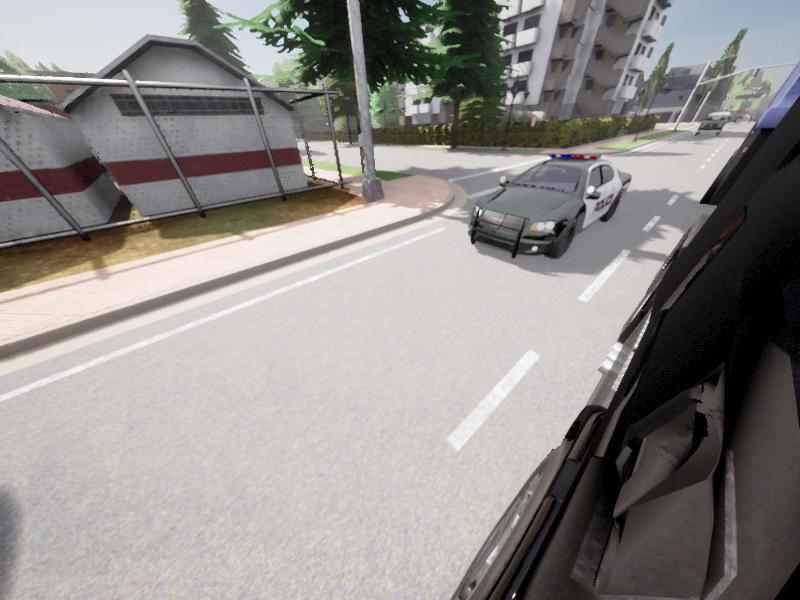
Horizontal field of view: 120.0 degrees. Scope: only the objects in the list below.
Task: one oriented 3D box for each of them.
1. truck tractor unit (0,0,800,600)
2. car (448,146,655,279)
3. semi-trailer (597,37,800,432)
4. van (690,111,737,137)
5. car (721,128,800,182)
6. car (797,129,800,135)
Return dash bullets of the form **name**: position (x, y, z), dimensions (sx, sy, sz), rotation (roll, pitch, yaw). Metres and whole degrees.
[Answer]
- **truck tractor unit**: position (2.645, -0.295, 0.351), dimensions (6.516, 4.208, 3.053), rotation (-28, 44, -30)
- **car**: position (3.624, -2.472, 5.430), dimensions (4.974, 1.542, 2.038), rotation (-29, 44, -30)
- **semi-trailer**: position (8.724, -3.597, 4.187), dimensions (14.254, 4.402, 2.717), rotation (-28, 44, -29)
- **van**: position (34.085, -19.091, 25.104), dimensions (4.480, 2.038, 2.069), rotation (-29, 44, -30)
- **car**: position (15.507, -6.098, 9.530), dimensions (3.806, 1.475, 1.970), rotation (-28, 43, -29)
- **car**: position (40.201, -16.694, 21.899), dimensions (5.366, 1.575, 1.801), rotation (-28, 44, -30)
